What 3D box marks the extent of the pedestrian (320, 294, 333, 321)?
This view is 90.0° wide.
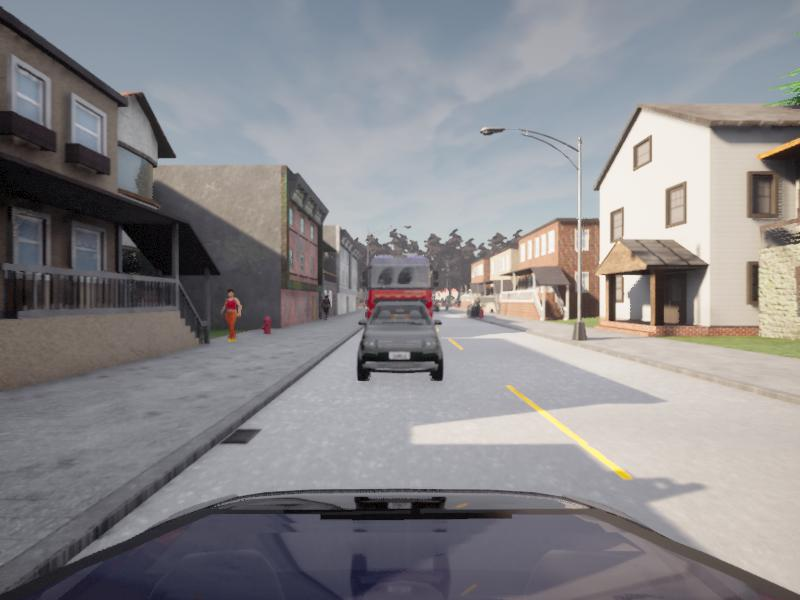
[{"bbox_3d":[-5.127,0.515,27.903,0.751,1.860,0.751,0,0,0],"label":"pedestrian"}]

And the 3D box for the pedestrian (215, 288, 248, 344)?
[{"bbox_3d":[-5.745,0.524,13.631,0.751,1.860,0.751,0,0,9],"label":"pedestrian"}]

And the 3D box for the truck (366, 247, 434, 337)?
[{"bbox_3d":[0.005,-0.335,21.135,2.891,3.827,8.468,0,0,0],"label":"truck"}]

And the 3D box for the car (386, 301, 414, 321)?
[{"bbox_3d":[0.014,0.830,32.688,2.163,1.488,4.792,0,0,0],"label":"car"}]

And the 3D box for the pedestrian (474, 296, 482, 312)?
[{"bbox_3d":[9.402,0.501,48.212,0.751,1.860,0.751,0,0,2],"label":"pedestrian"}]

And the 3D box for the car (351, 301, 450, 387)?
[{"bbox_3d":[0.005,0.806,9.111,1.789,1.549,3.705,0,0,0],"label":"car"}]
